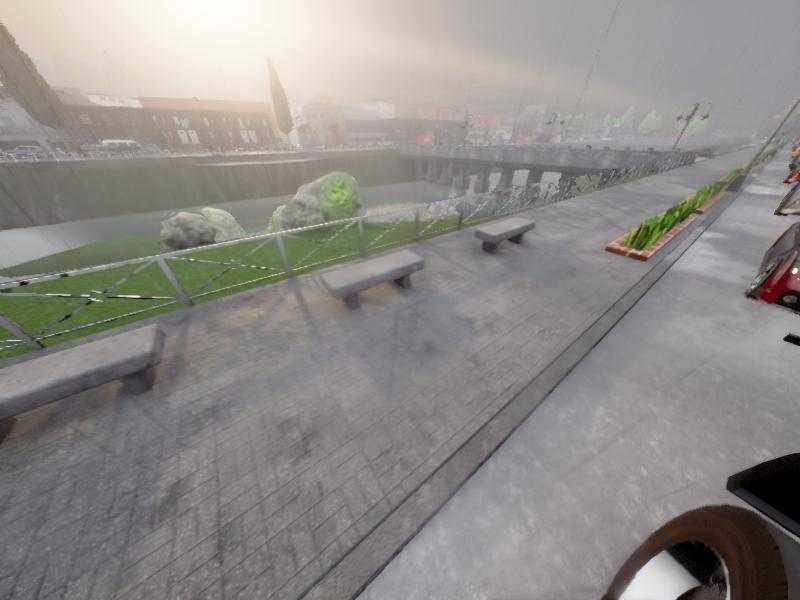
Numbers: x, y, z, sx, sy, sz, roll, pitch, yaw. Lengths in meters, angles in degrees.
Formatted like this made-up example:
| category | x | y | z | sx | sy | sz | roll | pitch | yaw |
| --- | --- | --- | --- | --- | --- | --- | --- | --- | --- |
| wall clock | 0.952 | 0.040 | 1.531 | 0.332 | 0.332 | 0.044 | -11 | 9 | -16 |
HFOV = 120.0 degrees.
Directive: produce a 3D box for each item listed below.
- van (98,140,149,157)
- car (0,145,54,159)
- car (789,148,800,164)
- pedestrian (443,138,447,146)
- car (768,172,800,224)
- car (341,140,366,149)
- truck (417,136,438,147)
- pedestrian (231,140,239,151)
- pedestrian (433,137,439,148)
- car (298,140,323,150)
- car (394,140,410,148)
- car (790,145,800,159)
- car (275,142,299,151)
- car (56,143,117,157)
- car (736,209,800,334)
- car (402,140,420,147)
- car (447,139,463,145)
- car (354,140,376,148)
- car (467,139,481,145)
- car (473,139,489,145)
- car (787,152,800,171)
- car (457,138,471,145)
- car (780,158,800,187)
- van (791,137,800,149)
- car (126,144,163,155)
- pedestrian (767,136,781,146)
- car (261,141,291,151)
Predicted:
| category | x | y | z | sx | sy | sz | roll | pitch | yaw |
| --- | --- | --- | --- | --- | --- | --- | --- | --- | --- |
| van | -42.832 | -23.639 | 35.987 | 4.480 | 2.038 | 2.069 | -23 | 41 | -28 |
| car | -54.178 | -21.507 | 33.557 | 3.806 | 1.475 | 1.970 | -23 | 41 | -28 |
| car | 38.907 | -13.769 | 21.732 | 3.633 | 1.501 | 1.845 | -23 | 41 | -28 |
| pedestrian | 11.886 | -41.680 | 60.991 | 0.751 | 1.860 | 0.751 | -12 | 37 | -16 |
| car | 14.430 | -3.556 | 7.488 | 4.514 | 1.525 | 2.007 | -23 | 41 | -28 |
| car | -10.963 | -36.772 | 54.648 | 5.238 | 1.638 | 1.930 | -23 | 41 | -28 |
| truck | 7.809 | -44.945 | 65.335 | 5.204 | 2.467 | 2.627 | -23 | 41 | -28 |
| pedestrian | -34.041 | -31.973 | 47.643 | 0.751 | 1.860 | 0.751 | -22 | 41 | -28 |
| pedestrian | 8.036 | -35.253 | 51.679 | 0.751 | 1.860 | 0.751 | -19 | 39 | -24 |
| car | -20.519 | -35.611 | 53.095 | 4.856 | 1.649 | 2.033 | -23 | 41 | -28 |
| car | 0.524 | -41.524 | 61.359 | 3.988 | 1.617 | 1.851 | -23 | 41 | -28 |
| car | 46.894 | -17.103 | 26.375 | 5.008 | 1.535 | 1.882 | -23 | 41 | -28 |
| car | -23.198 | -31.602 | 47.577 | 3.806 | 1.475 | 1.970 | -23 | 41 | -28 |
| car | -49.140 | -23.681 | 36.447 | 5.238 | 1.638 | 1.930 | -23 | 41 | -28 |
| car | 7.487 | -0.591 | 3.488 | 4.181 | 1.385 | 1.994 | -22 | 41 | -28 |
| car | 3.090 | -45.431 | 66.875 | 5.008 | 1.535 | 1.882 | -23 | 41 | -28 |
| car | 17.861 | -51.637 | 75.442 | 5.238 | 1.638 | 1.930 | -23 | 41 | -28 |
| car | -8.997 | -40.410 | 59.826 | 4.974 | 1.542 | 2.038 | -23 | 41 | -28 |
| car | 25.685 | -54.845 | 80.035 | 4.892 | 1.490 | 1.837 | -23 | 41 | -28 |
| car | 26.793 | -52.485 | 76.650 | 5.366 | 1.575 | 1.801 | -23 | 41 | -28 |
| car | 31.807 | -10.798 | 17.634 | 4.193 | 1.474 | 1.816 | -23 | 41 | -28 |
| car | 20.021 | -49.793 | 72.614 | 3.866 | 1.878 | 1.905 | -23 | 41 | -28 |
| car | 23.015 | -7.133 | 12.477 | 4.514 | 1.525 | 2.007 | -23 | 41 | -28 |
| van | 77.865 | -30.385 | 44.129 | 6.366 | 2.431 | 2.351 | -23 | 41 | -28 |
| car | -43.677 | -25.890 | 39.670 | 3.806 | 1.475 | 1.970 | -23 | 41 | -28 |
| pedestrian | 86.762 | -36.928 | 53.594 | 0.751 | 1.860 | 0.751 | -12 | 37 | -16 |
| car | -26.552 | -33.088 | 49.569 | 5.238 | 1.638 | 1.930 | -23 | 41 | -28 |
